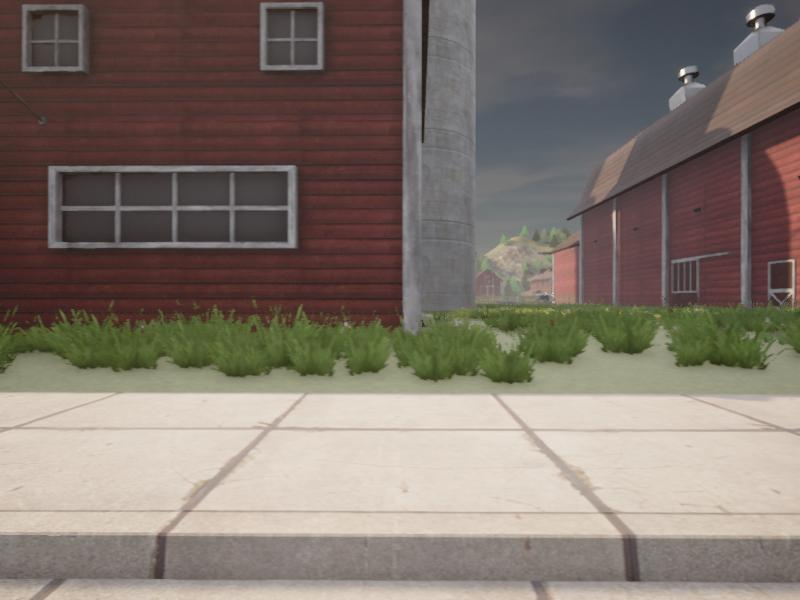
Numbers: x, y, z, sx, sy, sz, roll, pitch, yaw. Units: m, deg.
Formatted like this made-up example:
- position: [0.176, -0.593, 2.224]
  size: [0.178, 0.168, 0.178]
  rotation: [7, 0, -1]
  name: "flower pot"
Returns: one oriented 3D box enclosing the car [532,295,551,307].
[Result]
- position: [23.167, 0.129, 65.574]
  size: [1.905, 1.878, 3.866]
  rotation: [0, 0, 1]
  name: "car"
